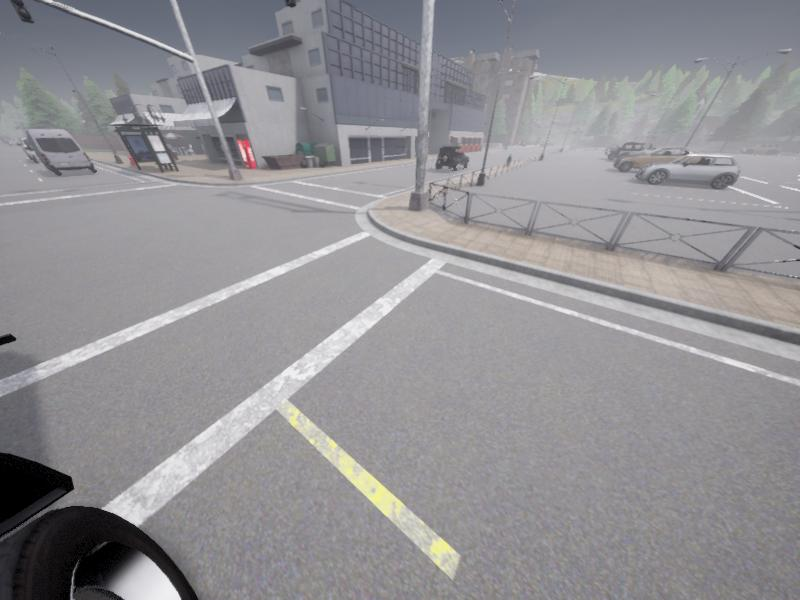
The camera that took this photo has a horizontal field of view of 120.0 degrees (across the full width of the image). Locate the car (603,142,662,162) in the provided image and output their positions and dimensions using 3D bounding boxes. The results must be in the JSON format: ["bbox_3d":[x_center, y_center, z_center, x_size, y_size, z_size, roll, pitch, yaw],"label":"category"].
[{"bbox_3d":[27.954,-18.039,28.057,4.605,1.855,1.932,22,40,27],"label":"car"}]

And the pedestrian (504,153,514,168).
[{"bbox_3d":[9.849,-12.527,20.803,0.500,1.100,0.500,16,38,21],"label":"pedestrian"}]

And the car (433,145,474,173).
[{"bbox_3d":[4.718,-12.556,20.425,1.905,1.878,3.866,22,41,28],"label":"car"}]

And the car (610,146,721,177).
[{"bbox_3d":[19.354,-10.454,17.325,5.027,1.636,2.152,22,40,27],"label":"car"}]

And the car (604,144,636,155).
[{"bbox_3d":[38.646,-26.531,40.667,3.633,1.501,1.845,22,40,27],"label":"car"}]

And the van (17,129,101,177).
[{"bbox_3d":[-24.554,-10.650,16.619,5.915,2.561,1.988,22,41,28],"label":"van"}]

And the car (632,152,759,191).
[{"bbox_3d":[15.966,-7.257,12.899,3.806,1.475,1.970,22,40,27],"label":"car"}]

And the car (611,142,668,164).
[{"bbox_3d":[26.639,-16.549,25.897,3.866,1.878,1.905,22,40,27],"label":"car"}]

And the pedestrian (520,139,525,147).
[{"bbox_3d":[36.964,-47.441,69.891,0.751,1.860,0.751,25,42,31],"label":"pedestrian"}]

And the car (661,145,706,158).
[{"bbox_3d":[43.050,-22.660,35.229,3.806,1.475,1.970,22,40,27],"label":"car"}]

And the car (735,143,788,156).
[{"bbox_3d":[66.425,-27.779,42.546,4.605,1.855,1.932,22,40,27],"label":"car"}]

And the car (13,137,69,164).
[{"bbox_3d":[-37.331,-15.618,24.000,5.566,2.045,2.150,22,41,28],"label":"car"}]
